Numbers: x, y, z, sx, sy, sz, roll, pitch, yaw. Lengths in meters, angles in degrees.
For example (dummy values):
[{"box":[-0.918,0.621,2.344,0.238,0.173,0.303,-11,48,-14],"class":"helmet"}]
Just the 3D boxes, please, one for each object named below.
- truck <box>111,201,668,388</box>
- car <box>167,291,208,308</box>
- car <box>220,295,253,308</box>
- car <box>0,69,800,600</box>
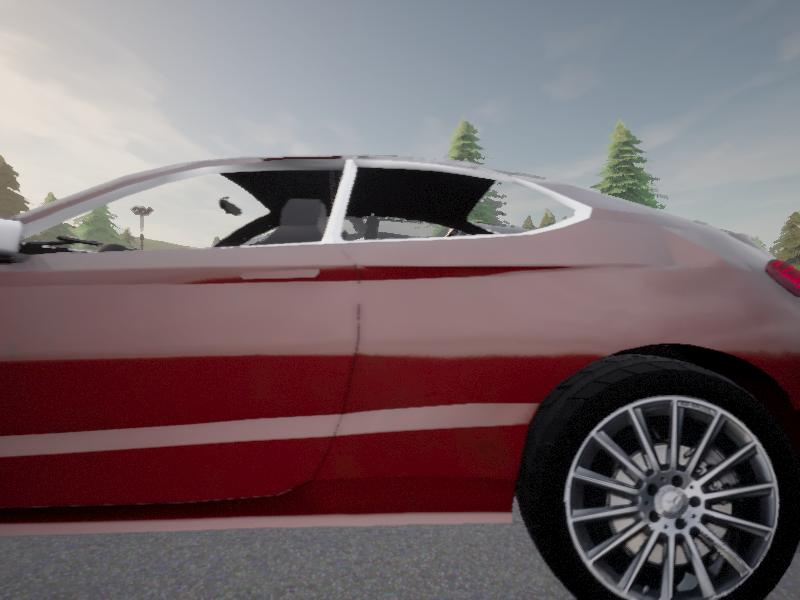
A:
[{"box":[-0.117,-0.058,5.701,6.274,2.098,2.390,0,0,0],"class":"truck"},{"box":[-26.513,-0.058,50.113,2.150,2.045,5.566,0,0,1],"class":"car"},{"box":[-19.538,0.228,48.064,1.837,1.490,4.892,0,0,1],"class":"car"},{"box":[-0.720,0.179,2.200,5.027,1.651,2.152,0,0,0],"class":"car"}]
